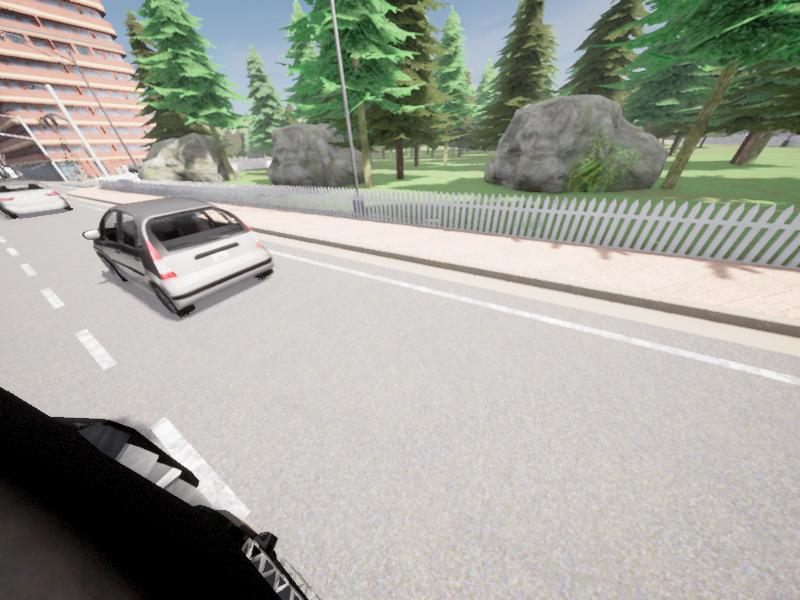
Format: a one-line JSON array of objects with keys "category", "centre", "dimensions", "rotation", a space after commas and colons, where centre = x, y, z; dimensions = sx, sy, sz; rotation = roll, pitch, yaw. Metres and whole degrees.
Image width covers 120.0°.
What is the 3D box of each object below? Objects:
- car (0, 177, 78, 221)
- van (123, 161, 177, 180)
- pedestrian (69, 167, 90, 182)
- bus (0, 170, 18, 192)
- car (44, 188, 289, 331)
[{"category": "car", "centre": [-21.073, -5.824, 12.992], "dimensions": [4.611, 1.667, 2.242], "rotation": [16, 38, 26]}, {"category": "van", "centre": [-34.850, -18.222, 32.448], "dimensions": [1.775, 1.987, 4.442], "rotation": [9, 35, 17]}, {"category": "pedestrian", "centre": [-44.985, -17.598, 32.412], "dimensions": [0.751, 1.860, 0.751], "rotation": [9, 35, 18]}, {"category": "bus", "centre": [-53.758, -16.004, 28.740], "dimensions": [10.273, 4.253, 3.944], "rotation": [17, 39, 25]}, {"category": "car", "centre": [-4.561, -1.146, 4.627], "dimensions": [3.988, 1.617, 1.851], "rotation": [16, 38, 26]}]
